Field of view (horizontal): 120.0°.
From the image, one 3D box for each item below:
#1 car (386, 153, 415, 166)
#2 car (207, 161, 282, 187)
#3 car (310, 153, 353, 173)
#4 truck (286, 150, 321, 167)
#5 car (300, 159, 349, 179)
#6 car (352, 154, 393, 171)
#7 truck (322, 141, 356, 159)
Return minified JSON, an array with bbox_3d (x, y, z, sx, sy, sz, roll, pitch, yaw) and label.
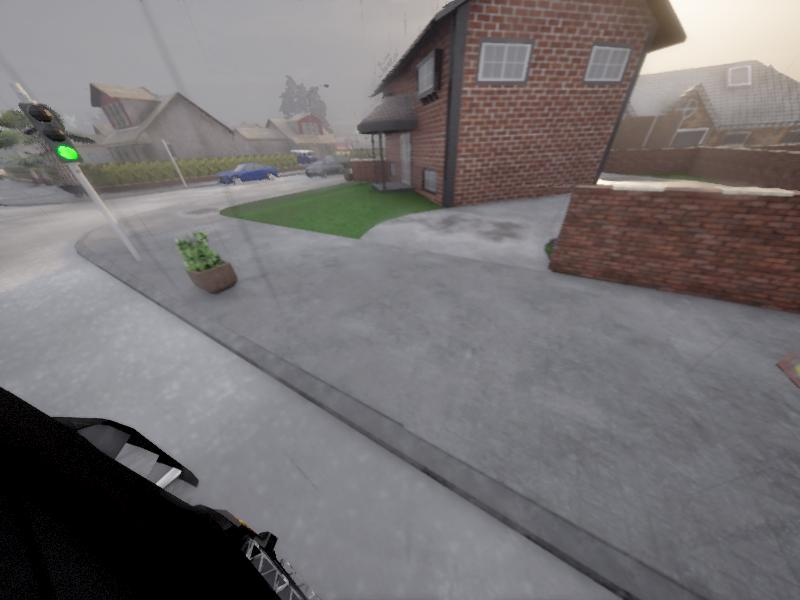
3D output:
[{"bbox_3d":[0.173,-20.145,33.050,1.895,1.301,4.718,17,38,27],"label":"car"},{"bbox_3d":[-13.334,-11.120,20.247,1.882,1.535,5.008,16,38,26],"label":"car"},{"bbox_3d":[-8.034,-16.514,27.738,2.097,1.767,4.553,16,38,26],"label":"car"},{"bbox_3d":[-14.407,-21.253,34.617,4.478,2.038,2.069,18,39,24],"label":"truck"},{"bbox_3d":[-7.183,-12.745,22.393,1.994,1.385,4.181,14,37,24],"label":"car"},{"bbox_3d":[-3.188,-16.672,27.983,2.033,1.411,5.357,16,38,26],"label":"car"},{"bbox_3d":[-16.516,-40.461,62.550,8.468,3.827,2.891,16,38,26],"label":"truck"}]
